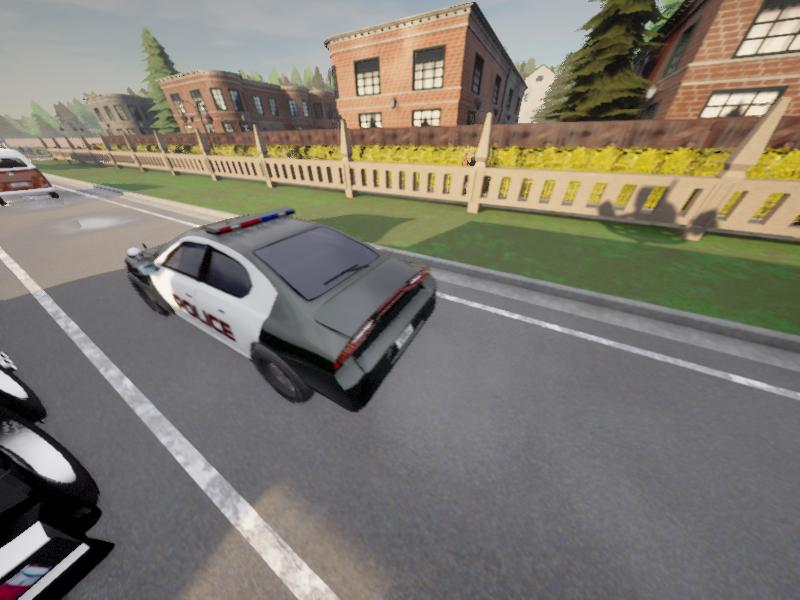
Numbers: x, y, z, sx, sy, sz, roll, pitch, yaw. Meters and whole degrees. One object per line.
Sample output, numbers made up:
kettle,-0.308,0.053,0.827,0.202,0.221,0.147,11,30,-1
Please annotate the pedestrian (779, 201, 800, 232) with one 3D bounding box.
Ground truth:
pedestrian,11.430,-2.732,5.928,0.751,1.860,0.751,17,38,23

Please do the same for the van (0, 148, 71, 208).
van,-18.336,-5.805,10.713,4.480,2.038,2.069,17,39,24

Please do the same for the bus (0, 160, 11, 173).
bus,-40.190,-13.540,20.069,10.273,4.253,3.944,17,39,24

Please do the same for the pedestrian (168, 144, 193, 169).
pedestrian,-19.491,-12.743,20.565,0.751,1.860,0.751,18,39,24

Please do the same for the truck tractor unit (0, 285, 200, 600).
truck tractor unit,-5.143,-0.268,0.726,6.516,4.208,3.053,17,38,22

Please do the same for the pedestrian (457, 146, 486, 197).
pedestrian,3.086,-5.596,10.113,0.751,1.860,0.751,18,39,24

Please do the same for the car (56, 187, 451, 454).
car,-2.076,-0.460,3.341,4.974,1.542,2.038,17,38,24

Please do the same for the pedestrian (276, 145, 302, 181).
pedestrian,-6.971,-8.660,14.596,0.751,1.860,0.751,17,38,23

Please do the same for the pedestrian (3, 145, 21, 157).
pedestrian,-73.226,-28.175,43.586,0.751,1.860,0.751,16,38,21

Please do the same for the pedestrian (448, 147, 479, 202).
pedestrian,2.528,-5.030,9.300,0.751,1.860,0.751,18,39,24
